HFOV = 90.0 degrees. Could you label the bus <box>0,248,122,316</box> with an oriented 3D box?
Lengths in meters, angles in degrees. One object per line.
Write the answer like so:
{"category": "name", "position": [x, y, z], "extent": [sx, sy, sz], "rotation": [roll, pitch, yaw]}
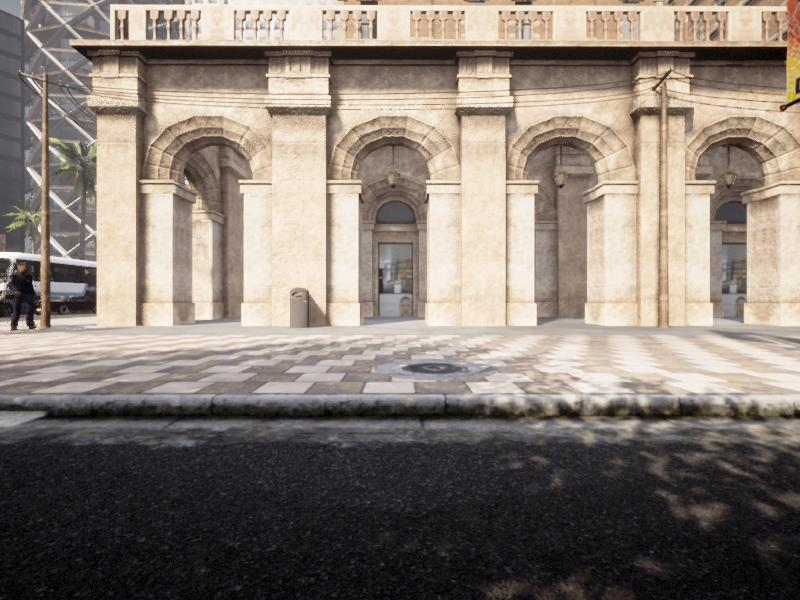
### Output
{"category": "bus", "position": [-26.426, -1.138, 30.064], "extent": [3.944, 4.253, 10.273], "rotation": [0, 0, 0]}

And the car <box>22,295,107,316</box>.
{"category": "car", "position": [-23.035, 0.340, 27.750], "extent": [1.895, 1.301, 4.718], "rotation": [0, 0, 0]}

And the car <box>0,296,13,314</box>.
{"category": "car", "position": [-30.045, 0.339, 27.757], "extent": [1.895, 1.301, 4.718], "rotation": [0, 0, 0]}

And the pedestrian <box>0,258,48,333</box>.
{"category": "pedestrian", "position": [-9.902, -0.116, 10.509], "extent": [0.751, 1.860, 0.751], "rotation": [0, 0, 24]}

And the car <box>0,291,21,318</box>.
{"category": "car", "position": [-23.029, 0.251, 21.246], "extent": [1.816, 1.474, 4.193], "rotation": [0, 0, 0]}
